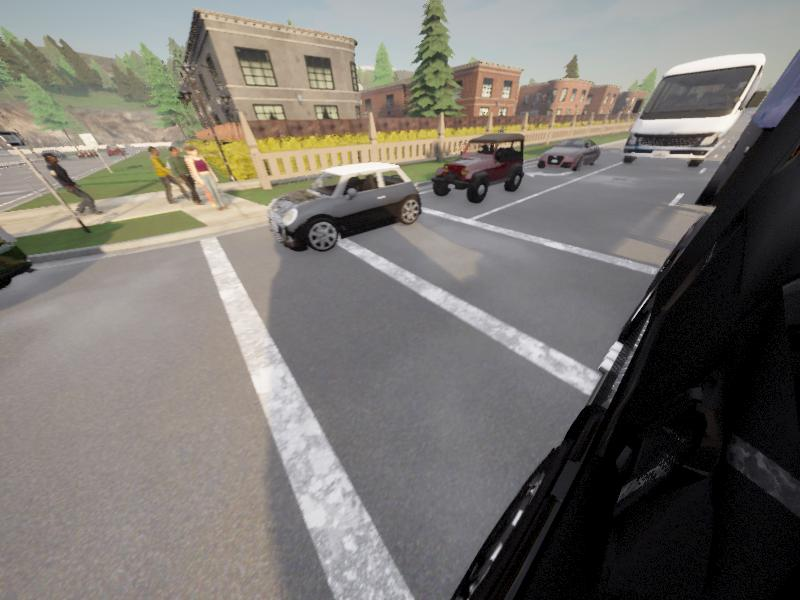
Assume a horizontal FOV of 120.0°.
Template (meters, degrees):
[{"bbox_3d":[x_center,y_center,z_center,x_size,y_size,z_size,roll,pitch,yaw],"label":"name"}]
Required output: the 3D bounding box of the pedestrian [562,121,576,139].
[{"bbox_3d":[22.541,-22.578,30.761,0.751,1.860,0.751,-28,43,-30],"label":"pedestrian"}]

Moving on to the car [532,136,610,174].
[{"bbox_3d":[9.643,-8.257,13.018,4.181,1.385,1.994,-28,43,-30],"label":"car"}]

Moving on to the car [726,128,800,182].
[{"bbox_3d":[16.573,-6.395,9.961,4.902,1.511,2.128,-26,43,-28],"label":"car"}]

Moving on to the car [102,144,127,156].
[{"bbox_3d":[-54.869,-28.915,44.498,2.097,1.767,4.553,-27,43,-29],"label":"car"}]

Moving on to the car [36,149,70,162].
[{"bbox_3d":[-57.631,-24.141,38.489,1.837,1.490,4.892,-27,43,-29],"label":"car"}]

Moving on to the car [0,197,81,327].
[{"bbox_3d":[-8.938,-0.157,2.727,5.566,2.045,2.150,-10,38,-11],"label":"car"}]

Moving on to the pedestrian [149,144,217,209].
[{"bbox_3d":[-7.428,-4.258,8.003,0.751,1.860,0.751,14,40,21],"label":"pedestrian"}]

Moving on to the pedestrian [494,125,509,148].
[{"bbox_3d":[10.320,-16.645,23.549,0.751,1.860,0.751,-28,43,-30],"label":"pedestrian"}]

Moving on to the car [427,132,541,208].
[{"bbox_3d":[3.075,-5.001,8.614,3.866,1.878,1.905,-28,43,-30],"label":"car"}]

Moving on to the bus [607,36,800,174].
[{"bbox_3d":[16.734,-10.376,13.006,10.273,4.253,3.944,-28,43,-30],"label":"bus"}]

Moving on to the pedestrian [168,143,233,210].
[{"bbox_3d":[-6.645,-4.132,7.784,0.751,1.860,0.751,21,43,28],"label":"pedestrian"}]

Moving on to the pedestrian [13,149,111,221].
[{"bbox_3d":[-10.391,-3.601,7.247,0.751,1.860,0.751,-25,42,-27],"label":"pedestrian"}]

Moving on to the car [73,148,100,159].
[{"bbox_3d":[-56.003,-26.224,41.353,1.895,1.301,4.718,-27,43,-29],"label":"car"}]

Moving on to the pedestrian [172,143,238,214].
[{"bbox_3d":[-6.125,-3.840,7.359,0.751,1.860,0.751,25,45,32],"label":"pedestrian"}]

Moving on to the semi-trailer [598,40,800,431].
[{"bbox_3d":[8.685,-3.602,4.257,14.254,4.402,2.717,-28,44,-30],"label":"semi-trailer"}]

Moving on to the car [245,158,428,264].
[{"bbox_3d":[-1.362,-2.543,5.933,3.806,1.475,1.970,-27,43,-29],"label":"car"}]

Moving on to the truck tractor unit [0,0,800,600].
[{"bbox_3d":[2.645,-0.295,0.351,6.516,4.208,3.053,-28,44,-30],"label":"truck tractor unit"}]

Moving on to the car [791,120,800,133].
[{"bbox_3d":[47.678,-20.249,26.669,3.806,1.475,1.970,-28,43,-30],"label":"car"}]

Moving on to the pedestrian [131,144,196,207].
[{"bbox_3d":[-8.320,-4.431,8.261,0.751,1.860,0.751,-20,40,-22],"label":"pedestrian"}]
